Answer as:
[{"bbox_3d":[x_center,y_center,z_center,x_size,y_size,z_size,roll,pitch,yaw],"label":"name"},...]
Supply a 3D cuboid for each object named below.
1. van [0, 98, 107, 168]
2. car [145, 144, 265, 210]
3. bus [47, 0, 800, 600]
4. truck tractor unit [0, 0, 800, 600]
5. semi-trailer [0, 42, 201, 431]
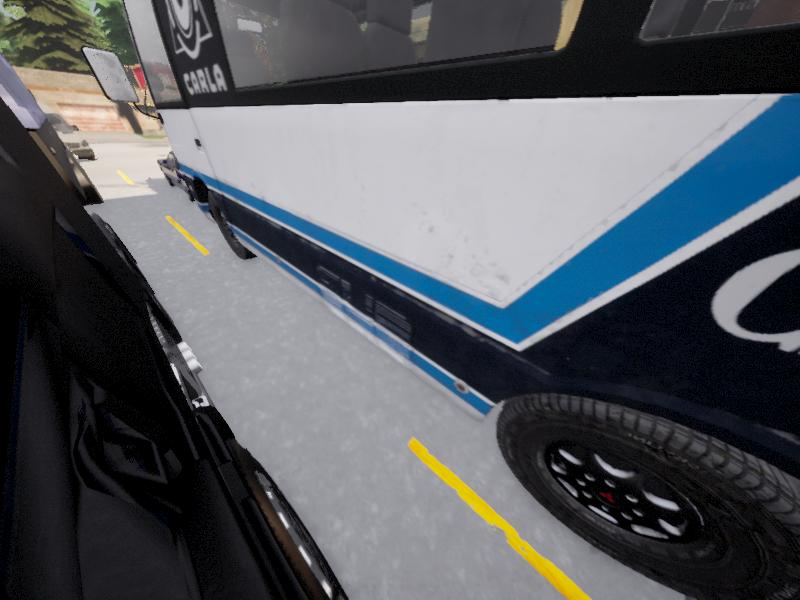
[{"bbox_3d":[-19.017,-8.878,12.149,5.915,2.561,1.988,20,41,21],"label":"van"},{"bbox_3d":[-7.053,-4.605,8.272,4.718,1.301,1.895,30,44,31],"label":"car"},{"bbox_3d":[0.475,-1.620,2.310,10.273,4.253,3.944,30,44,31],"label":"bus"},{"bbox_3d":[-2.645,-0.295,0.352,6.516,4.208,3.053,28,44,30],"label":"truck tractor unit"},{"bbox_3d":[-8.689,-3.614,4.232,14.254,4.402,2.717,28,44,30],"label":"semi-trailer"}]
